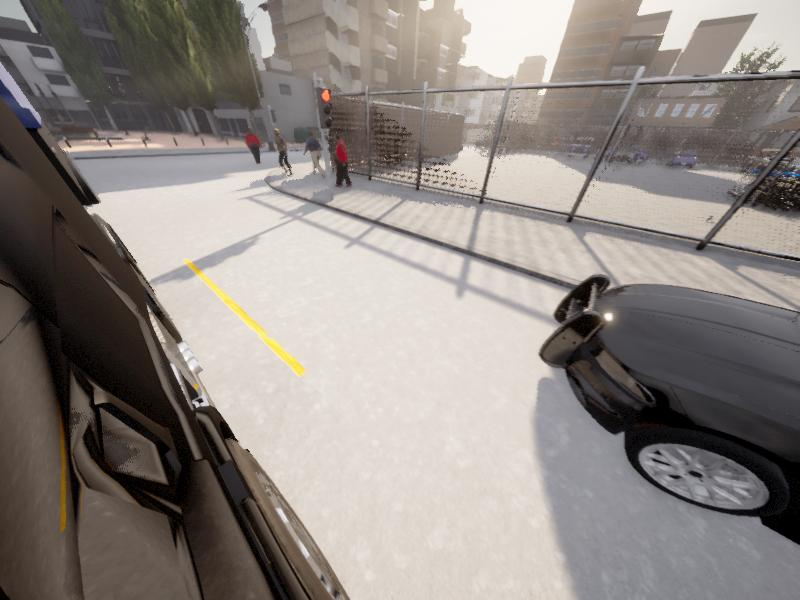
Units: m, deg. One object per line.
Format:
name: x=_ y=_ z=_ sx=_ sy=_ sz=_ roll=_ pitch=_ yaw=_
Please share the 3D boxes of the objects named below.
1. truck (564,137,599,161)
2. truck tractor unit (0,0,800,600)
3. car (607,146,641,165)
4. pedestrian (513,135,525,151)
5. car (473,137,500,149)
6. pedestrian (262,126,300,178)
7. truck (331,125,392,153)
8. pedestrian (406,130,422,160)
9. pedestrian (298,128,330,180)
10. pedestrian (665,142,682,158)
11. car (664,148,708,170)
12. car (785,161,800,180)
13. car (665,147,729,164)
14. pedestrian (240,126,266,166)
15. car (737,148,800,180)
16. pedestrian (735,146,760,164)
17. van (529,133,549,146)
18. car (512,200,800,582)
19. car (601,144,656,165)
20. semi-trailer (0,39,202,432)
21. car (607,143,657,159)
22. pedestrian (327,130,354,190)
truck: x=20.790 y=-17.353 z=26.385 sx=2.069 sy=2.038 sz=4.478 roll=27 pitch=43 yaw=29
truck tractor unit: x=-2.645 y=-0.295 z=0.352 sx=6.516 sy=4.208 sz=3.053 roll=28 pitch=44 yaw=30
car: x=23.756 y=-15.443 z=24.551 sx=2.033 sy=1.415 sz=5.357 roll=27 pitch=43 yaw=29
pedestrian: x=17.178 y=-22.758 z=33.410 sx=0.751 sy=1.860 sz=0.751 roll=27 pitch=43 yaw=29
car: x=14.108 y=-25.579 z=37.576 sx=2.033 sy=1.411 sz=5.357 roll=27 pitch=43 yaw=29
pedestrian: x=-5.234 y=-6.534 z=10.255 sx=0.751 sy=1.860 sz=0.751 roll=20 pitch=40 yaw=22
truck: x=-3.816 y=-16.908 z=24.229 sx=2.390 sy=2.098 sz=6.274 roll=27 pitch=43 yaw=29
pedestrian: x=1.051 y=-11.904 z=17.821 sx=0.751 sy=1.860 sz=0.751 roll=-22 pitch=43 yaw=-29
pedestrian: x=-3.798 y=-6.515 z=10.324 sx=0.751 sy=1.860 sz=0.751 roll=24 pitch=42 yaw=25
pedestrian: x=40.976 y=-22.516 z=34.655 sx=0.751 sy=1.860 sz=0.751 roll=27 pitch=43 yaw=28
car: x=27.657 y=-13.801 z=22.513 sx=1.845 sy=1.501 sz=3.633 roll=27 pitch=43 yaw=29
car: x=32.194 y=-10.051 z=17.871 sx=1.481 sy=1.379 sz=2.207 roll=27 pitch=43 yaw=29
car: x=38.568 y=-18.947 z=30.247 sx=4.892 sy=1.490 sz=1.837 roll=26 pitch=43 yaw=29
pedestrian: x=-8.540 y=-8.974 z=13.482 sx=0.751 sy=1.860 sz=0.751 roll=-17 pitch=41 yaw=-25
car: x=31.063 y=-11.471 z=19.343 sx=1.905 sy=1.878 sz=3.866 roll=27 pitch=43 yaw=29
pedestrian: x=44.296 y=-18.472 z=29.476 sx=0.751 sy=1.860 sz=0.751 roll=-7 pitch=38 yaw=-13
van: x=35.990 y=-41.411 z=59.654 sx=2.351 sy=2.431 sz=6.366 roll=27 pitch=43 yaw=29
car: x=3.803 y=1.015 z=1.184 sx=5.238 sy=1.638 sz=1.930 roll=27 pitch=43 yaw=28
car: x=23.835 y=-15.338 z=24.296 sx=3.705 sy=1.547 sz=1.789 roll=27 pitch=43 yaw=29
semi-trailer: x=-8.726 y=-3.592 z=4.192 sx=14.254 sy=4.402 sz=2.717 roll=28 pitch=44 yaw=29
car: x=33.413 y=-21.653 z=33.510 sx=4.902 sy=1.511 sz=2.128 roll=26 pitch=43 yaw=28
pedestrian: x=-2.220 y=-5.290 z=8.793 sx=0.751 sy=1.860 sz=0.751 roll=-4 pitch=37 yaw=-9
